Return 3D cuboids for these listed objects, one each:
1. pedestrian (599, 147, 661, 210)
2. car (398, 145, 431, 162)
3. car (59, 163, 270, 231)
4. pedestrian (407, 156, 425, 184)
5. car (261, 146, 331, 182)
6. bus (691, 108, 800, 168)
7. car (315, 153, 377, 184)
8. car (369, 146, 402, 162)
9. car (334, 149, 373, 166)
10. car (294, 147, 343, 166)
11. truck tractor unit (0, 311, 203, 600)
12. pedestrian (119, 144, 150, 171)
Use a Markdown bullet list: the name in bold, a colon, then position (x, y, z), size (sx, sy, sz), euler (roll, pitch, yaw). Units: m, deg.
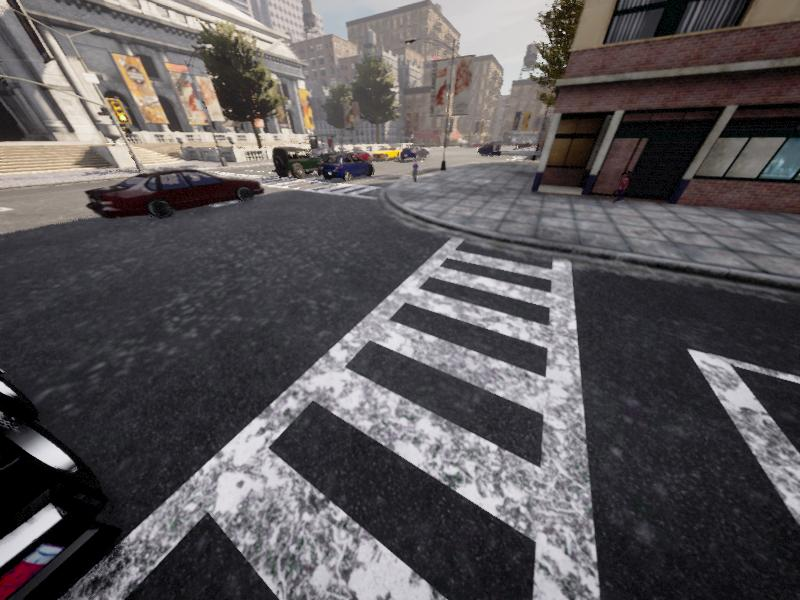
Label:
- **pedestrian**: position (7.976, -4.273, 8.142), size (0.751, 1.860, 0.751), euler (17, 38, 23)
- **car**: position (1.956, -19.040, 29.909), size (2.152, 1.651, 5.027), euler (18, 39, 24)
- **car**: position (-8.362, -4.326, 9.052), size (2.033, 1.411, 5.357), euler (18, 39, 24)
- **pedestrian**: position (0.897, -7.385, 13.152), size (0.751, 1.300, 0.751), euler (12, 37, 17)
- **car**: position (-7.190, -9.811, 16.482), size (1.905, 1.878, 3.866), euler (18, 38, 24)
- **bus**: position (35.981, -14.707, 21.125), size (10.273, 4.253, 3.944), euler (18, 39, 23)
- **car**: position (-3.499, -9.199, 15.944), size (1.816, 1.474, 4.193), euler (16, 38, 22)
- **car**: position (-1.791, -19.403, 30.532), size (1.882, 1.535, 5.008), euler (17, 38, 23)
- **car**: position (-5.008, -15.922, 25.704), size (1.994, 1.385, 4.181), euler (17, 38, 23)
- **car**: position (-8.890, -16.087, 25.844), size (2.128, 1.511, 4.902), euler (18, 39, 24)
- **truck tractor unit**: position (-5.187, -0.217, 0.664), size (6.516, 4.208, 3.053), euler (15, 38, 20)
- **pedestrian**: position (-22.466, -12.070, 19.559), size (0.751, 1.860, 0.751), euler (12, 37, 17)
